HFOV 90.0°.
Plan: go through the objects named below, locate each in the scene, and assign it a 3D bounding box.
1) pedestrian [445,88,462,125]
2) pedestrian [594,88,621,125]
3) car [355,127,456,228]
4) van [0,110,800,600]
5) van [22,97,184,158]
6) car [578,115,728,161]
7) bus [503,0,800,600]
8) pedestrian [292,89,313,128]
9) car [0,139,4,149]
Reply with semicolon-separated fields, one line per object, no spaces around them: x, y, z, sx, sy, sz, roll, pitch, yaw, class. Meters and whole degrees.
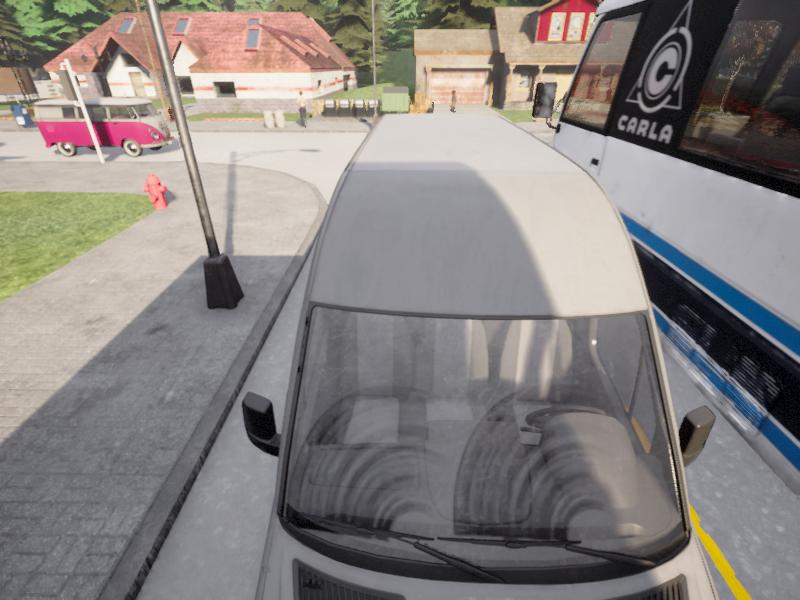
3.043;-11.039;22.849;0.751;1.860;0.751;0;30;-1;pedestrian
12.024;-11.242;23.220;0.751;1.860;0.751;2;30;3;pedestrian
-0.047;-3.216;9.995;1.789;1.549;3.705;-5;31;-8;car
0.408;0.051;3.434;1.988;2.561;5.915;1;30;2;van
-11.334;-6.752;15.596;4.442;1.987;1.775;0;30;1;van
9.862;-6.440;15.799;4.718;1.301;1.895;-5;31;-9;car
4.091;-0.667;2.956;3.944;4.253;10.273;0;30;1;bus
-5.338;-10.483;21.875;0.751;1.860;0.751;-12;32;-19;pedestrian
-19.244;-6.670;15.748;4.611;1.667;2.242;0;30;1;car
